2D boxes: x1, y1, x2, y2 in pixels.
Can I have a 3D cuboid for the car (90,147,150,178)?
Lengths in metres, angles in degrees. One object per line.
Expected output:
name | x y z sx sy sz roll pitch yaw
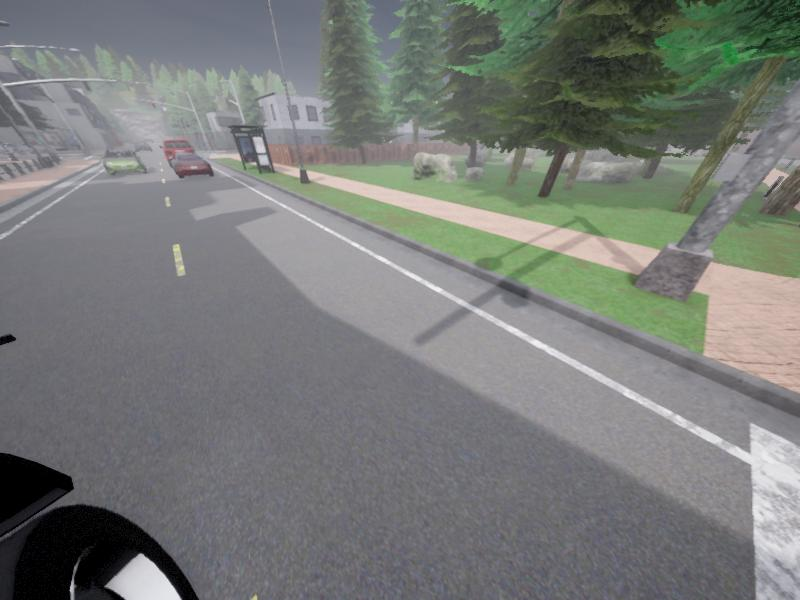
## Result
car | -19.891 -10.019 16.672 2.007 1.525 4.514 -26 43 -33

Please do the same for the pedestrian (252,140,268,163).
pedestrian | -13.922 -14.808 22.996 0.751 1.860 0.751 -25 42 -32

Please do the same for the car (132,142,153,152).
car | -45.918 -27.365 41.253 1.994 1.385 4.181 -26 43 -33

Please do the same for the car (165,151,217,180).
car | -14.527 -9.413 16.014 1.994 1.385 4.181 -26 43 -33

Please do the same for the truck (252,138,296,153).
truck | -22.810 -28.282 42.200 2.390 2.098 6.274 26 43 32

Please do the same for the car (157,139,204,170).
car | -19.754 -13.191 20.753 2.150 2.045 5.566 -26 43 -33
